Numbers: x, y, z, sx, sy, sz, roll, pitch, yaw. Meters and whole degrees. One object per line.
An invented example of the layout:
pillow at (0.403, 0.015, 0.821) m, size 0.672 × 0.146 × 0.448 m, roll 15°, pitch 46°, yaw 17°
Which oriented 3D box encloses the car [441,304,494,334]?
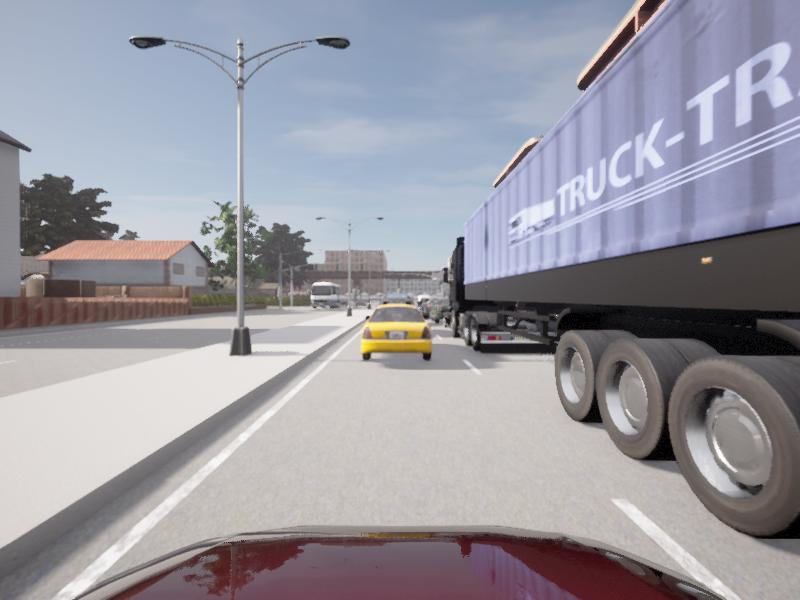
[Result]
car at (3.335, 0.895, 20.592) m, size 1.895 × 1.301 × 4.718 m, roll 0°, pitch 0°, yaw -1°

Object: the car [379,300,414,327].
car at (-0.206, 0.766, 25.626) m, size 2.038 × 1.542 × 4.974 m, roll 0°, pitch 0°, yaw 0°

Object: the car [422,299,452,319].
car at (3.213, 0.697, 35.496) m, size 2.152 × 1.651 × 5.027 m, roll 0°, pitch 0°, yaw 0°

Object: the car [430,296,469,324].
car at (3.279, 0.629, 27.490) m, size 2.097 × 1.767 × 4.553 m, roll 0°, pitch 0°, yaw 0°

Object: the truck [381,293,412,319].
truck at (-0.276, 0.461, 34.376) m, size 2.390 × 2.098 × 6.274 m, roll 0°, pitch 0°, yaw 0°

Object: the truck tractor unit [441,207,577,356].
truck tractor unit at (3.421, -0.539, 14.566) m, size 3.053 × 4.208 × 6.516 m, roll 0°, pitch 0°, yaw -1°

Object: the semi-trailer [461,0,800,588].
semi-trailer at (3.501, -0.633, 6.649) m, size 2.717 × 4.402 × 14.254 m, roll 0°, pitch 0°, yaw 0°

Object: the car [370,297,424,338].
car at (-0.152, 0.712, 18.820) m, size 2.242 × 1.667 × 4.611 m, roll 0°, pitch 0°, yaw -1°

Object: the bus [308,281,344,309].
bus at (-11.903, -0.687, 65.631) m, size 3.944 × 4.253 × 10.273 m, roll 0°, pitch 0°, yaw 0°

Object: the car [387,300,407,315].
car at (-0.343, 0.723, 43.169) m, size 2.038 × 1.542 × 4.974 m, roll 0°, pitch 0°, yaw 0°

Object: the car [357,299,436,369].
car at (-0.096, 0.773, 11.745) m, size 1.801 × 1.575 × 5.366 m, roll 0°, pitch 0°, yaw 0°
